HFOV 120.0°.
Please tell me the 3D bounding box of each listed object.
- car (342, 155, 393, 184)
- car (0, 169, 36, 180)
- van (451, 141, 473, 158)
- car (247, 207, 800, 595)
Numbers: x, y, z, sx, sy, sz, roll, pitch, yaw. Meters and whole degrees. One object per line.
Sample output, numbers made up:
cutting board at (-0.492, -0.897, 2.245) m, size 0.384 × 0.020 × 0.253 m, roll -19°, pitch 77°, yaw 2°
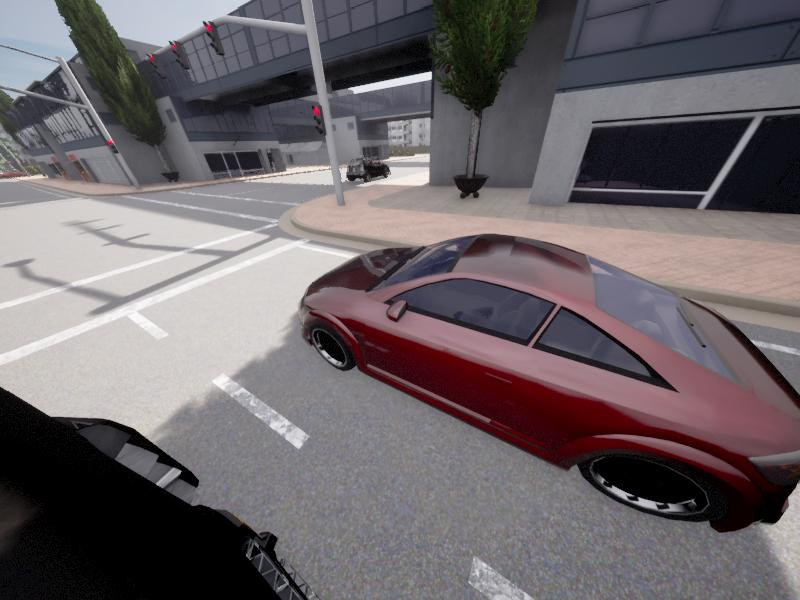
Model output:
car at (-2.469, -10.560, 18.577) m, size 1.851 × 1.617 × 3.988 m, roll 16°, pitch 38°, yaw 26°
car at (-84.635, -27.653, 50.692) m, size 2.242 × 1.667 × 4.611 m, roll 15°, pitch 38°, yaw 25°
van at (11.980, -29.007, 44.393) m, size 1.988 × 2.561 × 5.915 m, roll 16°, pitch 38°, yaw 26°
car at (0.773, 0.073, 2.537) m, size 4.181 × 1.385 × 1.994 m, roll 16°, pitch 38°, yaw 26°
